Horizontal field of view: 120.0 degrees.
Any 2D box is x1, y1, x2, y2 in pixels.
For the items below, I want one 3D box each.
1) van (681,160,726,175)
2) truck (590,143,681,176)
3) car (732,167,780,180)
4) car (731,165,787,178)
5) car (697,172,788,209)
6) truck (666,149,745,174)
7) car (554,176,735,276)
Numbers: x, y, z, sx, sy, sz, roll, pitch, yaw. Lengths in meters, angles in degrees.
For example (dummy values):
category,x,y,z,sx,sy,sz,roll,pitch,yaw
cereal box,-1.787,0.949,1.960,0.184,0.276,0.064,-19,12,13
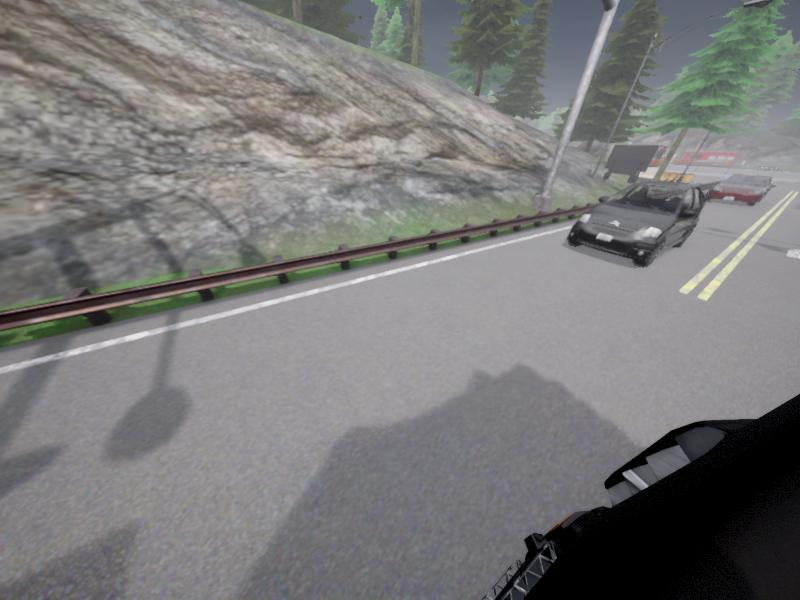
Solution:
category,x,y,z,sx,sy,sz,roll,pitch,yaw
van,55.551,-24.382,42.377,1.775,1.987,4.442,-18,39,-28
truck,35.383,-21.607,35.304,2.891,3.827,8.468,-18,39,-28
car,56.109,-20.041,36.465,1.970,1.475,3.806,-18,39,-28
car,61.818,-22.240,39.883,2.033,1.649,4.856,-18,39,-28
car,20.366,-6.648,13.752,4.792,1.488,2.163,-18,39,-27
truck,60.580,-27.875,46.261,2.891,3.827,8.468,-18,39,-28
car,6.392,-2.190,6.091,3.988,1.617,1.851,-18,39,-27
